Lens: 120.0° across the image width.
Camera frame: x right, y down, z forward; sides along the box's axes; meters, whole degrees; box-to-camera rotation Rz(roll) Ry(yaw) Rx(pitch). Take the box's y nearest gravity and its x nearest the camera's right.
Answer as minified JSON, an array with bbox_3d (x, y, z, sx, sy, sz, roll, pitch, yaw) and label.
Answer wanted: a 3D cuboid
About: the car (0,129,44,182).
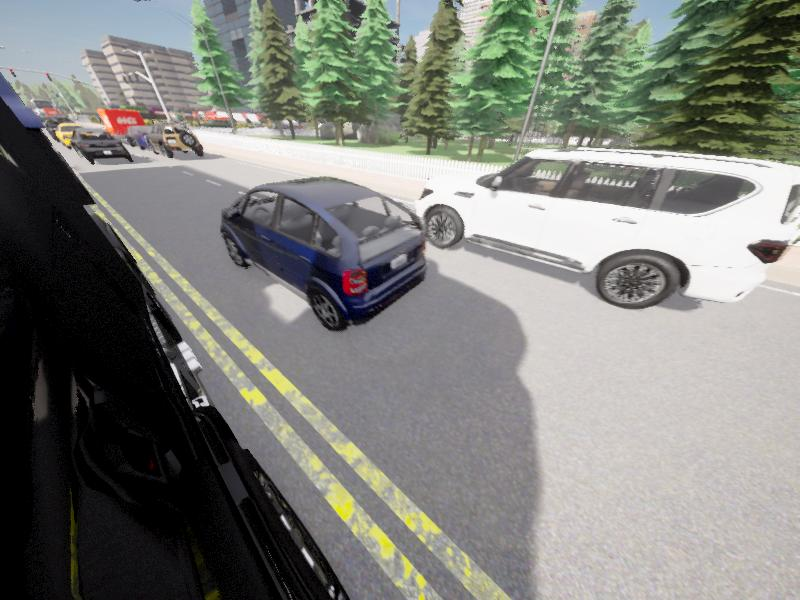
[{"bbox_3d":[-16.097,-5.673,8.957,3.806,1.475,1.970,27,43,29],"label":"car"}]

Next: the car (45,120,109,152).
[{"bbox_3d":[-23.796,-12.118,16.982,5.366,1.575,1.801,26,43,28],"label":"car"}]

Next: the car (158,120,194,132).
[{"bbox_3d":[-39.578,-30.827,40.932,1.851,1.617,3.988,27,43,29],"label":"car"}]

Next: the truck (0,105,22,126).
[{"bbox_3d":[-64.035,-29.664,37.059,5.204,2.467,2.627,26,43,28],"label":"truck"}]

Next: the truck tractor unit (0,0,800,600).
[{"bbox_3d":[-2.645,-0.295,0.352,6.516,4.208,3.053,28,44,30],"label":"truck tractor unit"}]

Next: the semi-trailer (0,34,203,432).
[{"bbox_3d":[-8.774,-3.554,4.149,14.254,4.402,2.717,27,43,29],"label":"semi-trailer"}]

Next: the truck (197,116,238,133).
[{"bbox_3d":[-35.494,-34.316,45.127,2.627,2.467,5.204,25,43,27],"label":"truck"}]

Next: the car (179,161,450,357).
[{"bbox_3d":[-1.409,-1.076,3.711,3.705,1.549,1.789,26,43,28],"label":"car"}]

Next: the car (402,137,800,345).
[{"bbox_3d":[2.946,-1.780,4.522,5.566,2.045,2.150,26,43,28],"label":"car"}]

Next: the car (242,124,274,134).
[{"bbox_3d":[-29.226,-35.341,47.704,2.038,1.542,4.974,25,42,27],"label":"car"}]

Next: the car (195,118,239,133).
[{"bbox_3d":[-33.607,-32.079,42.629,2.150,2.045,5.566,25,42,27],"label":"car"}]

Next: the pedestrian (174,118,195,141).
[{"bbox_3d":[-21.834,-17.224,23.406,0.751,1.860,0.751,27,43,29],"label":"pedestrian"}]

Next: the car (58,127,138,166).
[{"bbox_3d":[-16.952,-8.701,12.951,4.193,1.474,1.816,26,43,28],"label":"car"}]

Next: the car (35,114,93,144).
[{"bbox_3d":[-29.368,-14.986,20.203,4.605,1.855,1.932,26,43,28],"label":"car"}]

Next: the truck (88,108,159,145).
[{"bbox_3d":[-25.217,-15.828,21.105,5.204,2.467,2.627,26,43,28],"label":"truck"}]

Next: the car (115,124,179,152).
[{"bbox_3d":[-20.185,-12.944,18.405,4.792,1.488,2.163,26,43,28],"label":"car"}]

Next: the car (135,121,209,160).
[{"bbox_3d":[-15.017,-10.566,15.221,4.605,1.855,1.932,25,42,29],"label":"car"}]
